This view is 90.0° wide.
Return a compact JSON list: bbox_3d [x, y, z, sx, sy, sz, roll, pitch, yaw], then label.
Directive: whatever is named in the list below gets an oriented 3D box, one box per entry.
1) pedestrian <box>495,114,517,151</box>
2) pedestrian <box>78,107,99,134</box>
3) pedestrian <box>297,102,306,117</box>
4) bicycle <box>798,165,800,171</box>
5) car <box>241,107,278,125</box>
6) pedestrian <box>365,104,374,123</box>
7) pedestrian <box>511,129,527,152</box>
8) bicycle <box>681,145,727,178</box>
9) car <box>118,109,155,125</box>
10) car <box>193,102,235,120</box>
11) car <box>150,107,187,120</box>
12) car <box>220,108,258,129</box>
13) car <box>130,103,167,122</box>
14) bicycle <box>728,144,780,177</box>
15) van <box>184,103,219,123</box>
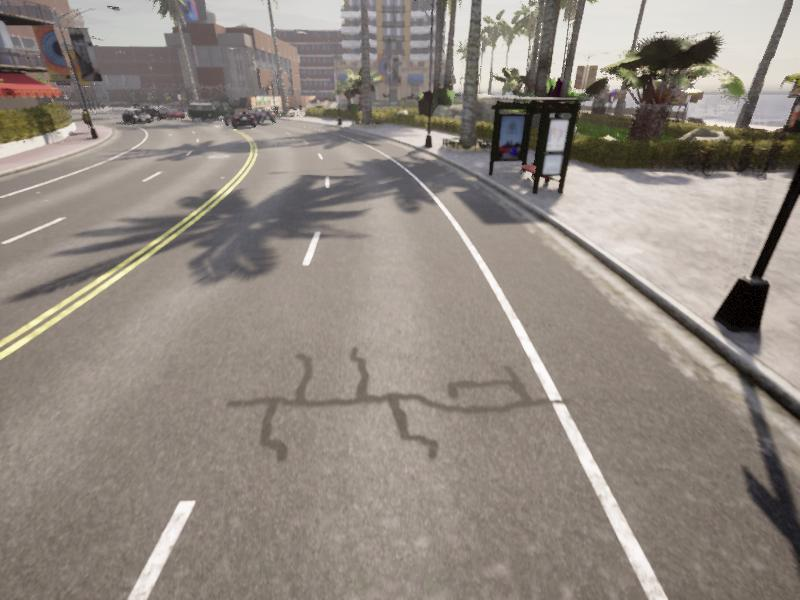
[{"bbox_3d":[5.834,-9.265,22.134,0.751,1.860,0.751,-3,27,-6],"label":"pedestrian"},{"bbox_3d":[-24.564,-14.166,31.564,0.751,1.860,0.751,-13,30,-24],"label":"pedestrian"},{"bbox_3d":[-13.473,-26.007,54.520,0.751,1.860,0.751,-22,34,-36],"label":"pedestrian"},{"bbox_3d":[17.121,-5.602,16.051,0.373,1.024,1.643,0,27,-1],"label":"bicycle"},{"bbox_3d":[-15.793,-20.730,44.939,2.152,1.651,5.027,-19,33,-33],"label":"car"},{"bbox_3d":[-3.266,-19.989,42.885,0.751,1.860,0.751,-12,30,-22],"label":"pedestrian"},{"bbox_3d":[6.529,-8.772,22.009,0.500,1.100,0.500,-11,29,-20],"label":"pedestrian"},{"bbox_3d":[12.091,-5.578,15.993,0.373,1.024,1.643,0,27,-1],"label":"bicycle"},{"bbox_3d":[-28.818,-20.075,43.803,3.806,1.475,1.970,22,34,35],"label":"car"},{"bbox_3d":[-24.313,-24.809,52.350,5.566,2.045,2.150,19,32,33],"label":"car"},{"bbox_3d":[-30.350,-24.480,52.449,4.181,1.385,1.994,14,31,26],"label":"car"},{"bbox_3d":[-16.152,-18.265,40.114,2.242,1.667,4.611,-17,32,-30],"label":"car"},{"bbox_3d":[-30.871,-23.030,49.067,3.866,1.878,1.905,17,32,29],"label":"car"},{"bbox_3d":[14.104,-5.588,16.016,0.373,1.024,1.643,0,27,-1],"label":"bicycle"},{"bbox_3d":[-23.787,-22.449,47.854,4.442,1.987,1.775,23,35,37],"label":"van"}]
